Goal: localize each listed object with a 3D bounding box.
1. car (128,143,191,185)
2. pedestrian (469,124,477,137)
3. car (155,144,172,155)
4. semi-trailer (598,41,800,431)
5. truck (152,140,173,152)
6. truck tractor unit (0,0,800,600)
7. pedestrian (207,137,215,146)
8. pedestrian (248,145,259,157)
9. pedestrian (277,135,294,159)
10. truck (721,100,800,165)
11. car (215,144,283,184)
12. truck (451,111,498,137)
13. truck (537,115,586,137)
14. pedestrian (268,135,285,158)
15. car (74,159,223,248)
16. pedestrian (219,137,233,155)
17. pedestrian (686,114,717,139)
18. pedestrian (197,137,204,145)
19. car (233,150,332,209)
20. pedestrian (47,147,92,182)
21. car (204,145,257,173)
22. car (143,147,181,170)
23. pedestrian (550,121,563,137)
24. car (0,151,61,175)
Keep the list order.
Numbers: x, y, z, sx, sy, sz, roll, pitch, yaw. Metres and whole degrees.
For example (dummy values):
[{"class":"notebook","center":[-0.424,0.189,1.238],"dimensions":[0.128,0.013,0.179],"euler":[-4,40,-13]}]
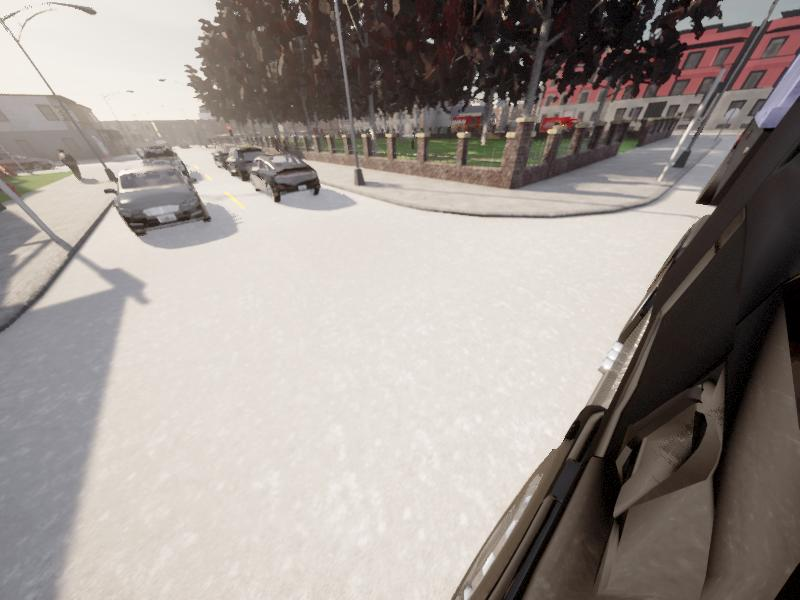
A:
[{"class":"car","center":[-15.522,-9.049,15.146],"dimensions":[1.932,1.855,4.605],"euler":[-27,44,-28]},{"class":"pedestrian","center":[13.274,-30.814,42.110],"dimensions":[0.751,1.860,0.751],"euler":[-28,44,-30]},{"class":"car","center":[-44.714,-28.513,43.712],"dimensions":[1.812,1.442,4.674],"euler":[-28,44,-30]},{"class":"semi-trailer","center":[8.686,-3.620,4.231],"dimensions":[14.254,4.402,2.717],"euler":[-28,44,-30]},{"class":"truck","center":[-53.894,-35.039,52.456],"dimensions":[2.390,2.098,6.274],"euler":[-28,44,-30]},{"class":"truck tractor unit","center":[2.645,-0.295,0.351],"dimensions":[6.516,4.208,3.053],"euler":[-28,44,-30]},{"class":"pedestrian","center":[-46.220,-38.681,56.440],"dimensions":[0.751,1.860,0.751],"euler":[-30,44,-31]},{"class":"pedestrian","center":[-16.163,-16.480,25.534],"dimensions":[0.500,1.100,0.500],"euler":[10,39,16]},{"class":"pedestrian","center":[-10.947,-14.592,22.046],"dimensions":[0.751,1.860,0.751],"euler":[-29,44,-30]},{"class":"truck","center":[20.132,-8.941,12.206],"dimensions":[5.204,2.467,2.627],"euler":[-28,44,-30]},{"class":"car","center":[-9.334,-8.460,14.174],"dimensions":[2.033,1.649,4.856],"euler":[-30,44,-31]},{"class":"truck","center":[14.574,-35.055,46.256],"dimensions":[2.891,3.827,8.468],"euler":[-28,44,-30]},{"class":"truck","center":[25.228,-27.249,36.291],"dimensions":[2.627,2.467,5.204],"euler":[-29,44,-30]},{"class":"pedestrian","center":[-12.677,-15.782,23.744],"dimensions":[0.751,1.860,0.751],"euler":[-28,44,-30]},{"class":"car","center":[-7.749,-3.447,7.485],"dimensions":[2.128,1.511,4.902],"euler":[-28,44,-30]},{"class":"pedestrian","center":[-22.052,-19.521,29.334],"dimensions":[0.751,1.860,0.751],"euler":[-20,40,-21]},{"class":"pedestrian","center":[28.634,-16.448,21.967],"dimensions":[0.751,1.860,0.751],"euler":[-1,37,3]},{"class":"pedestrian","center":[-60.128,-47.874,69.579],"dimensions":[0.751,1.860,0.751],"euler":[-31,45,-33]},{"class":"car","center":[-5.155,-5.376,9.891],"dimensions":[2.128,1.511,4.902],"euler":[-28,44,-30]},{"class":"pedestrian","center":[-21.520,-8.869,15.085],"dimensions":[0.751,1.860,0.751],"euler":[-29,44,-31]},{"class":"car","center":[-13.693,-11.452,18.543],"dimensions":[2.128,1.511,4.902],"euler":[-30,45,-32]},{"class":"car","center":[-22.350,-13.419,21.740],"dimensions":[1.837,1.490,4.892],"euler":[-28,44,-30]},{"class":"pedestrian","center":[22.446,-24.543,33.158],"dimensions":[0.751,1.860,0.751],"euler":[-28,44,-30]},{"class":"car","center":[-37.543,-13.268,22.404],"dimensions":[4.856,1.649,2.033],"euler":[-27,43,-29]}]
